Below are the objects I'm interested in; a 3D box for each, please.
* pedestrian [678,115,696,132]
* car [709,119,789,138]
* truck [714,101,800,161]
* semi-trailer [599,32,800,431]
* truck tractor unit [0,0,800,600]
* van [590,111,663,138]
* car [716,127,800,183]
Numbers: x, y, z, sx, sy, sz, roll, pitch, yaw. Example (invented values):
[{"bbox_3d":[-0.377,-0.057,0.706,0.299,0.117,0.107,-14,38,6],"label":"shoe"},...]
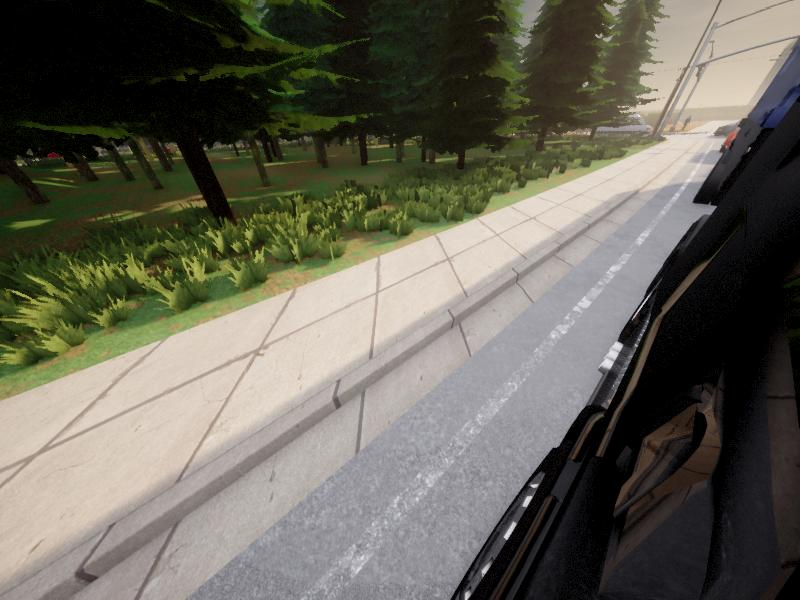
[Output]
[{"bbox_3d":[40.193,-24.766,32.388,0.751,1.860,0.751,17,41,24],"label":"pedestrian"},{"bbox_3d":[36.944,-18.305,24.675,4.181,1.385,1.994,11,39,18],"label":"car"},{"bbox_3d":[21.379,-9.912,13.485,5.204,2.467,2.627,-30,44,-31],"label":"truck"},{"bbox_3d":[8.645,-3.642,4.278,14.254,4.402,2.717,-29,44,-30],"label":"semi-trailer"},{"bbox_3d":[2.645,-0.295,0.351,6.516,4.208,3.053,-28,44,-30],"label":"truck tractor unit"},{"bbox_3d":[28.926,-22.498,29.825,1.988,2.561,5.915,-29,44,-30],"label":"van"},{"bbox_3d":[15.883,-6.351,9.892,4.902,1.511,2.128,-29,44,-30],"label":"car"}]
